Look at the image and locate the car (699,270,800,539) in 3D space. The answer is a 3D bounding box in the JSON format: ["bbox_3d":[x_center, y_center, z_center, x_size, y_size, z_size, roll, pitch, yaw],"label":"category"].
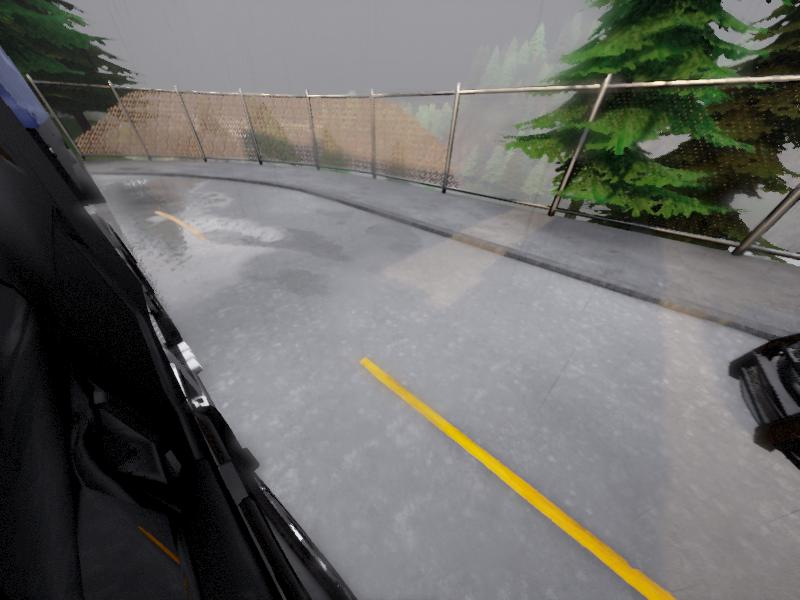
[{"bbox_3d":[5.183,1.540,0.690,4.974,1.542,2.038,29,44,30],"label":"car"}]

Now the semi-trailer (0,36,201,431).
[{"bbox_3d":[-8.659,-3.641,4.252,14.254,4.402,2.717,29,44,30],"label":"semi-trailer"}]

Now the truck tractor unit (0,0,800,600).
[{"bbox_3d":[-2.645,-0.295,0.351,6.516,4.208,3.053,28,44,30],"label":"truck tractor unit"}]
